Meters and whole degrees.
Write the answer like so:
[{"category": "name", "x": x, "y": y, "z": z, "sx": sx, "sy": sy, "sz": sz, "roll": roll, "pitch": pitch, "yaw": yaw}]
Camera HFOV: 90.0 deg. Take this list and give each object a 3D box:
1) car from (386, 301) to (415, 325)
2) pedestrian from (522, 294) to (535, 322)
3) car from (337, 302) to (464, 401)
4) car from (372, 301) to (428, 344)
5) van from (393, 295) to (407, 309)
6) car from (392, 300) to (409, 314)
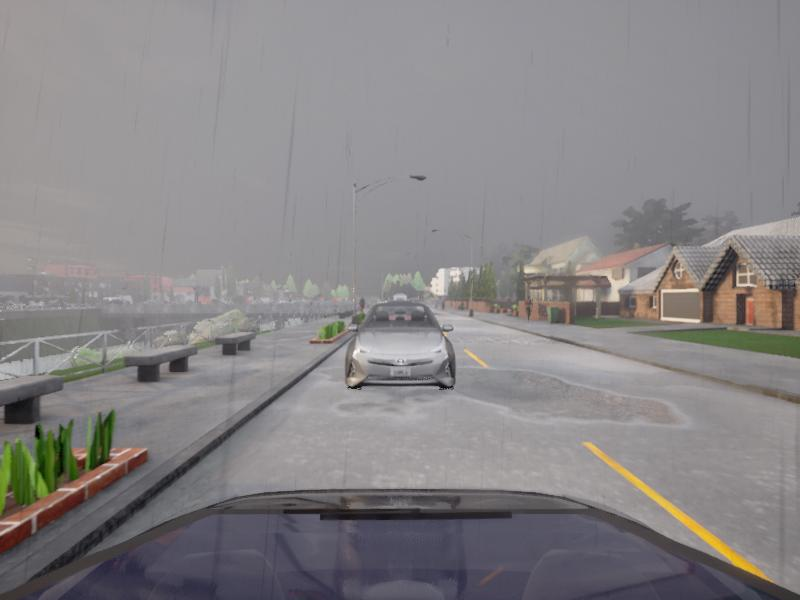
[{"category": "car", "x": 0.018, "y": 0.841, "z": 27.225, "sx": 1.816, "sy": 1.474, "sz": 4.193, "roll": 0, "pitch": 0, "yaw": 0}, {"category": "pedestrian", "x": 8.806, "y": 0.519, "z": 27.400, "sx": 0.751, "sy": 1.860, "sz": 0.751, "roll": 0, "pitch": 0, "yaw": 10}, {"category": "car", "x": 0.006, "y": 0.824, "z": 8.547, "sx": 2.007, "sy": 1.525, "sz": 4.514, "roll": 0, "pitch": 0, "yaw": 0}, {"category": "car", "x": 0.011, "y": 0.820, "z": 16.590, "sx": 2.007, "sy": 1.525, "sz": 4.514, "roll": 0, "pitch": 0, "yaw": 0}, {"category": "van", "x": 0.044, "y": 0.338, "z": 71.294, "sx": 2.351, "sy": 2.431, "sz": 6.366, "roll": 0, "pitch": 0, "yaw": 0}, {"category": "car", "x": 0.030, "y": 0.799, "z": 48.056, "sx": 1.882, "sy": 1.535, "sz": 5.008, "roll": 0, "pitch": 0, "yaw": 0}]
